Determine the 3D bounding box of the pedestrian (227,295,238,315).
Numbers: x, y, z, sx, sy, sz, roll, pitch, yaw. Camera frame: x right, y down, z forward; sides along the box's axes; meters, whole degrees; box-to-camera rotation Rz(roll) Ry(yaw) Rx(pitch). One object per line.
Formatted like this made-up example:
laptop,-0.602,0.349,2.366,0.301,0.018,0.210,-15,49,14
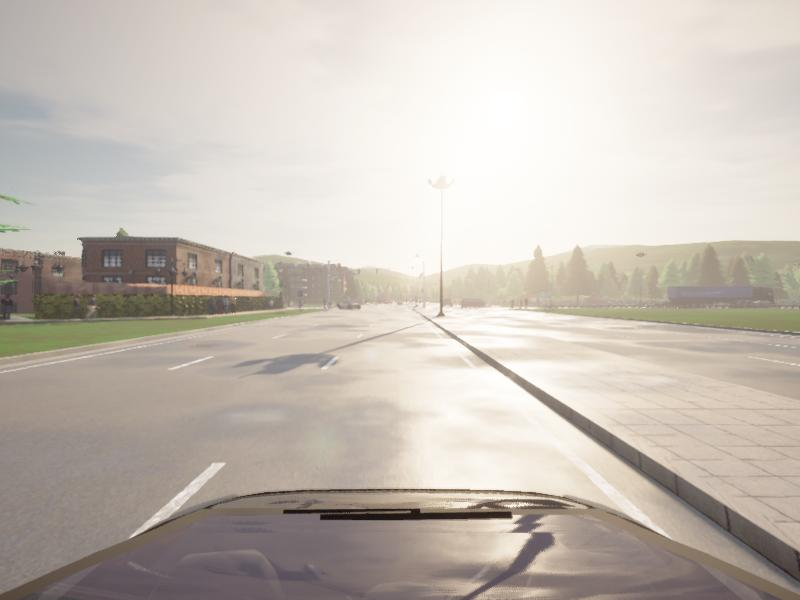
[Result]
pedestrian,-15.832,0.476,37.867,0.751,1.860,0.751,0,0,-6

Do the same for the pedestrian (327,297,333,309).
pedestrian,-11.146,0.443,63.569,0.751,1.860,0.751,0,0,19

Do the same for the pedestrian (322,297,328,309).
pedestrian,-11.875,0.440,63.145,0.751,1.860,0.751,0,0,-1

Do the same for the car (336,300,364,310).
car,-8.427,0.811,66.864,2.038,1.542,4.974,0,0,-43

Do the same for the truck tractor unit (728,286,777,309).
truck tractor unit,66.129,-0.538,75.207,6.516,4.208,3.053,0,0,-1

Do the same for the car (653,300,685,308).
car,52.607,0.763,78.308,5.027,1.651,2.152,0,0,-5

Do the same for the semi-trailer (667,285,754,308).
semi-trailer,58.213,-0.637,75.103,14.254,4.402,2.717,0,0,-1

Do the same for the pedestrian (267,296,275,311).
pedestrian,-16.034,0.474,49.763,0.751,1.860,0.751,0,0,0

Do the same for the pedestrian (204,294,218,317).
pedestrian,-15.693,0.477,33.248,0.751,1.860,0.751,0,0,16

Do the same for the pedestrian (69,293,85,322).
pedestrian,-21.290,0.479,26.357,0.751,1.860,0.751,0,0,-41

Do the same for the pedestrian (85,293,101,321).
pedestrian,-20.685,0.479,26.940,0.751,1.860,0.751,0,0,-43

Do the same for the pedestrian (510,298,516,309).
pedestrian,20.706,0.621,73.207,0.751,1.860,0.751,0,0,-5

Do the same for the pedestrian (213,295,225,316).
pedestrian,-15.751,0.477,34.809,0.751,1.860,0.751,0,0,2

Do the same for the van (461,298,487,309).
van,13.753,0.581,74.623,4.442,1.987,1.775,0,0,-1

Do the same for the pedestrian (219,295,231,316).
pedestrian,-15.837,0.477,36.276,0.751,1.860,0.751,0,0,-2

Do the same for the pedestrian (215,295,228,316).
pedestrian,-15.852,0.477,35.547,0.751,1.860,0.751,0,0,6

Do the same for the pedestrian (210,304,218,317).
pedestrian,-15.830,0.857,34.110,0.500,1.100,0.500,0,0,-5

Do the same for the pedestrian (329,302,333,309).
pedestrian,-10.699,0.851,61.906,0.500,1.100,0.500,0,0,-35

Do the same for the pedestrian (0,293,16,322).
pedestrian,-25.541,0.479,26.036,0.751,1.860,0.751,0,0,43
